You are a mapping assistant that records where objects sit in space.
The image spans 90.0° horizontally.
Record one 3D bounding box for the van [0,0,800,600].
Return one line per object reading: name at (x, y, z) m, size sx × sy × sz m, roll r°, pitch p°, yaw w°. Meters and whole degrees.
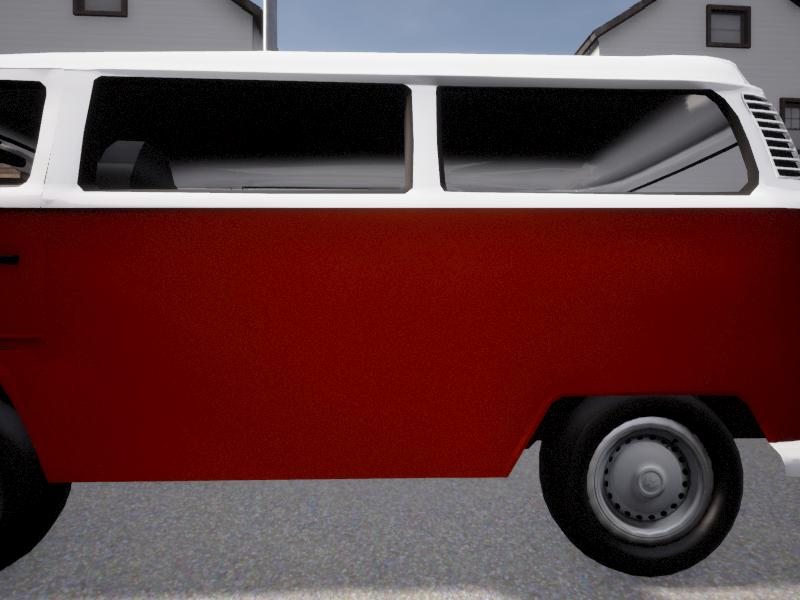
van at (-0.423, -0.028, 2.192) m, size 4.480 × 2.038 × 2.069 m, roll 0°, pitch 0°, yaw -2°
